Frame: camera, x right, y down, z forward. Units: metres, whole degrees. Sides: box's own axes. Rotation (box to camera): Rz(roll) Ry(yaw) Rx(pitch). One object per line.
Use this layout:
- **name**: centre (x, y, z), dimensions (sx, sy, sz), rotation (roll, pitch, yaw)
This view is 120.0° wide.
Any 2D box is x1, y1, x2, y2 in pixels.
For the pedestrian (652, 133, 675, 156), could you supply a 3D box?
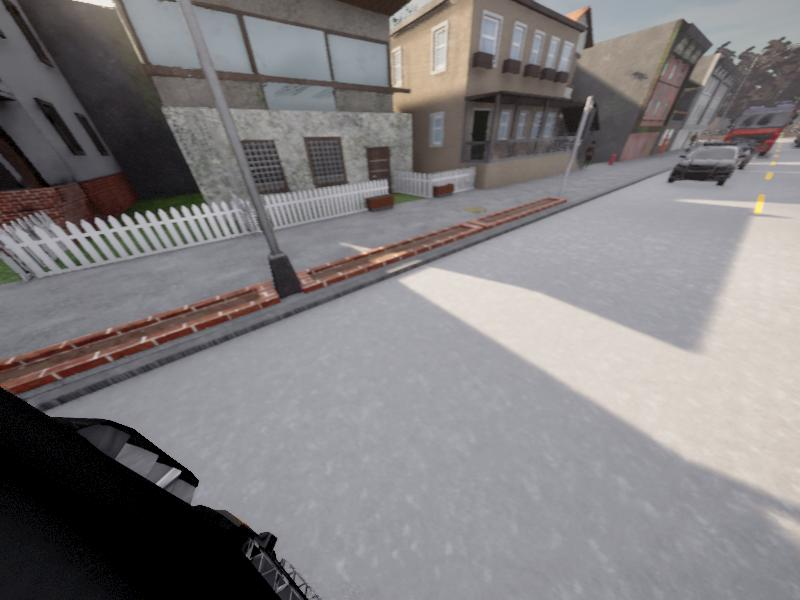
- **pedestrian**: centre (26.497, -15.598, 23.236), dimensions (0.751, 1.860, 0.751), rotation (-23, 38, -26)

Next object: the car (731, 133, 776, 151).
- **car**: centre (40.001, -17.877, 26.127), dimensions (4.792, 1.488, 2.163), rotation (-24, 39, -29)

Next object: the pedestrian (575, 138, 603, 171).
- **pedestrian**: centre (13.063, -10.020, 15.972), dimensions (0.751, 1.860, 0.751), rotation (-25, 39, -29)

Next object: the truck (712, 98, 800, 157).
- **truck**: centre (32.962, -15.692, 21.313), dimensions (8.468, 3.827, 2.891), rotation (-24, 39, -29)

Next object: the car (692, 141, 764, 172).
- **car**: centre (21.384, -9.418, 15.071), dimensions (4.181, 1.385, 1.994), rotation (-24, 39, -28)

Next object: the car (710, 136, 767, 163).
- **car**: centre (26.184, -11.657, 17.867), dimensions (3.705, 1.549, 1.789), rotation (-24, 39, -29)

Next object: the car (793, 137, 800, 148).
- **car**: centre (46.540, -18.082, 25.862), dimensions (4.974, 1.542, 2.038), rotation (-24, 39, -28)

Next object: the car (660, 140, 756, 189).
- **car**: centre (15.276, -6.823, 11.434), dimensions (5.238, 1.638, 1.930), rotation (-25, 40, -29)
